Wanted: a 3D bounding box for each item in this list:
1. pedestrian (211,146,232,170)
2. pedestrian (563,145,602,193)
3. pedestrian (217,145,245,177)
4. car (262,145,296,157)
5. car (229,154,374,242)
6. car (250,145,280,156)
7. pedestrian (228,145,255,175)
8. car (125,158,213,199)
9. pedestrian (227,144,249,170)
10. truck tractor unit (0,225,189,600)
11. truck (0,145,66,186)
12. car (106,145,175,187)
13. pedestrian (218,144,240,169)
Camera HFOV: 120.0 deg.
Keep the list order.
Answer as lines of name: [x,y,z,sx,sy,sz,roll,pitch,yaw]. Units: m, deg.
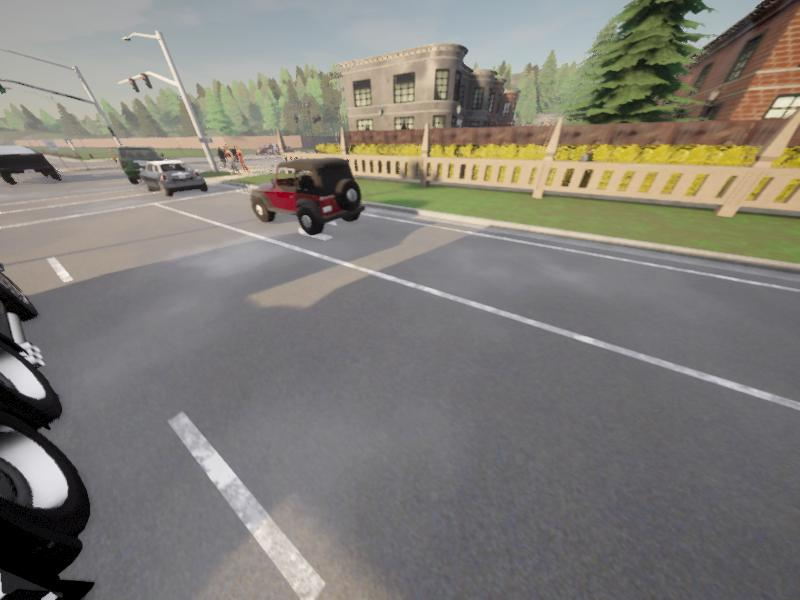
pedestrian: [-16.690,-13.333,21.685,0.751,1.860,0.751,23,41,30]
pedestrian: [8.376,-6.047,10.672,0.751,1.860,0.751,20,40,26]
pedestrian: [-11.911,-9.828,16.329,0.751,1.860,0.751,11,37,17]
car: [-21.460,-26.721,41.343,2.163,1.488,4.792,20,40,27]
car: [-3.000,-3.402,7.280,3.866,1.878,1.905,20,40,26]
car: [-24.746,-27.538,42.444,1.851,1.617,3.988,20,40,27]
pedestrian: [-11.585,-10.247,16.927,0.751,1.860,0.751,12,37,18]
car: [-12.296,-6.601,12.343,3.806,1.475,1.970,21,40,27]
pedestrian: [-13.868,-12.297,19.841,0.751,1.860,0.751,22,41,29]
truck tractor unit: [-5.051,-0.351,0.880,6.516,4.208,3.053,21,40,27]
truck: [-27.191,-9.754,16.493,6.274,2.098,2.390,20,40,26]
car: [-17.581,-9.410,15.938,2.150,2.045,5.566,-26,42,-32]
pedestrian: [-15.089,-12.711,20.458,0.751,1.860,0.751,21,40,27]
